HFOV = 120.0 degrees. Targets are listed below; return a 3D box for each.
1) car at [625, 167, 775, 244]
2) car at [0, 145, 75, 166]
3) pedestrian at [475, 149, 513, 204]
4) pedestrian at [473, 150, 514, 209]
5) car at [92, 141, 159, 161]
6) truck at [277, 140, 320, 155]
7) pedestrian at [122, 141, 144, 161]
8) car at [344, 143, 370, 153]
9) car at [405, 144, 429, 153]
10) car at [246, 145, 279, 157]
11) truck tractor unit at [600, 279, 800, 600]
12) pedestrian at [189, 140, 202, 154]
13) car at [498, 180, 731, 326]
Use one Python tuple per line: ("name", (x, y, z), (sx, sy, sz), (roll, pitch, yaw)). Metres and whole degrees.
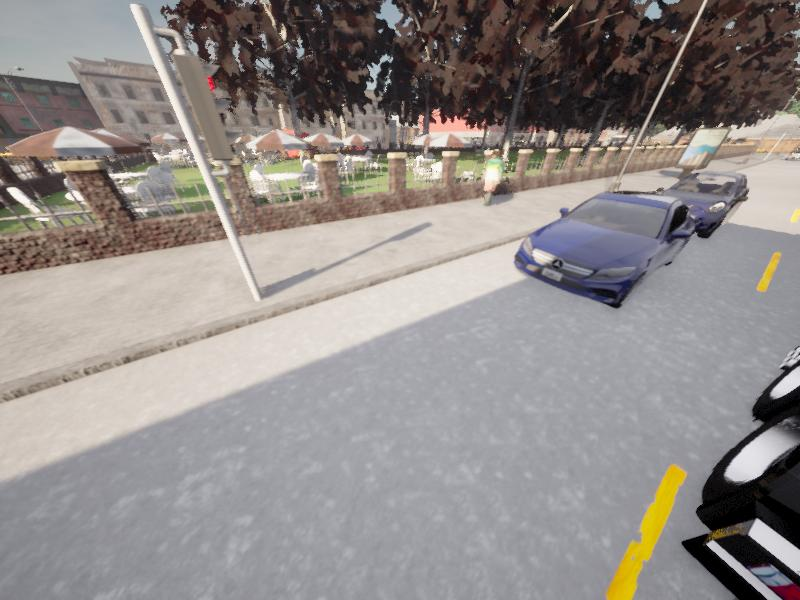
("car", (9.289, -3.115, 7.212), (3.633, 1.501, 1.845), (-20, 40, -27))
("car", (-37.442, -14.844, 23.619), (1.882, 1.535, 5.008), (-5, 35, -8))
("pedestrian", (3.733, -4.971, 9.313), (0.751, 1.860, 0.751), (-23, 41, -30))
("pedestrian", (3.427, -4.470, 8.592), (0.751, 1.860, 0.751), (-22, 41, -28))
("car", (-33.057, -18.118, 28.058), (1.932, 1.855, 4.605), (11, 36, 20))
("truck", (-17.754, -27.017, 40.775), (6.274, 2.098, 2.390), (-20, 40, -27))
("pedestrian", (-29.659, -16.598, 25.699), (0.751, 1.860, 0.751), (19, 39, 25))
("car", (-8.511, -30.164, 45.874), (4.514, 1.525, 2.007), (-20, 40, -27))
("car", (3.543, -31.875, 48.438), (4.514, 1.525, 2.007), (-20, 40, -27))
("car", (-20.952, -22.781, 35.208), (3.806, 1.475, 1.970), (-21, 40, -28))
("truck tractor unit", (5.135, -0.276, 0.744), (6.516, 4.208, 3.053), (-17, 39, -23))
("pedestrian", (-32.737, -24.518, 37.037), (0.751, 1.860, 0.751), (-15, 38, -21))
("car", (4.443, -1.376, 4.749), (4.674, 1.442, 1.812), (-21, 40, -28))
